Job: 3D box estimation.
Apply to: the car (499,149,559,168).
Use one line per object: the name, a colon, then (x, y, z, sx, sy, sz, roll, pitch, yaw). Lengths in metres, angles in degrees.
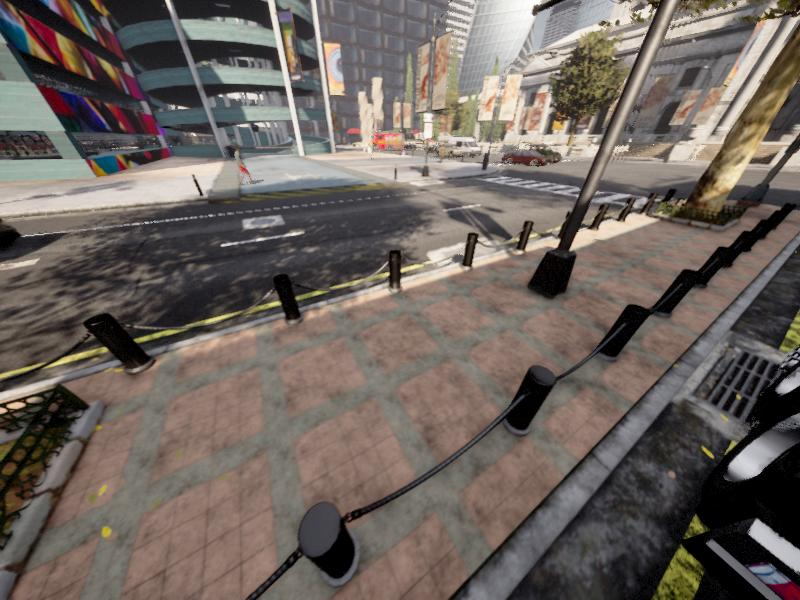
car: (13.858, -15.589, 25.286, 2.033, 1.411, 5.357, -18, 39, -24)

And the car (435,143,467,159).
car: (7.412, -22.230, 34.354, 1.932, 1.855, 4.605, -18, 38, -24)

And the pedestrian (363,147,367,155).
pedestrian: (-5.610, -23.835, 36.923, 0.500, 1.100, 0.500, -14, 37, -20)

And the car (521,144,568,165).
car: (16.685, -16.993, 26.889, 1.905, 1.878, 3.866, -18, 39, -24)

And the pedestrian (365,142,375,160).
pedestrian: (-3.629, -18.122, 28.066, 0.751, 1.860, 0.751, -26, 43, -33)

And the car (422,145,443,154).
car: (6.567, -30.775, 47.065, 1.994, 1.385, 4.181, -19, 39, -26)

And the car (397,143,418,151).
car: (1.862, -37.360, 56.360, 2.128, 1.511, 4.902, -29, 44, -36)

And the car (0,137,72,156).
car: (-50.686, -21.142, 31.830, 5.566, 2.045, 2.435, -18, 39, -25)

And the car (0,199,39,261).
car: (-10.819, -1.151, 4.273, 3.806, 1.475, 1.970, -18, 39, -24)

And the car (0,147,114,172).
car: (-27.273, -11.366, 18.578, 4.902, 1.511, 2.128, -18, 39, -25)

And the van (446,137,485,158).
van: (10.080, -23.863, 36.142, 1.988, 2.561, 5.915, -18, 39, -24)

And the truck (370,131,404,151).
truck: (-3.094, -38.249, 55.575, 8.468, 3.827, 2.891, 28, 43, 33)

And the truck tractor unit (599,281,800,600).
truck tractor unit: (5.138, -0.273, 0.738, 6.516, 4.208, 3.053, -17, 38, -23)

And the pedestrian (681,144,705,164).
pedestrian: (33.063, -16.525, 26.068, 0.751, 1.860, 0.751, -18, 39, -25)

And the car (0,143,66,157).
car: (-50.738, -20.804, 32.030, 4.514, 1.523, 2.007, -18, 39, -25)

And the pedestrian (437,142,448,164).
pedestrian: (4.481, -15.462, 24.311, 0.751, 1.860, 0.751, -5, 35, -7)

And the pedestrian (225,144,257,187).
pedestrian: (-8.306, -7.053, 12.127, 0.751, 1.860, 0.751, -24, 41, -30)
